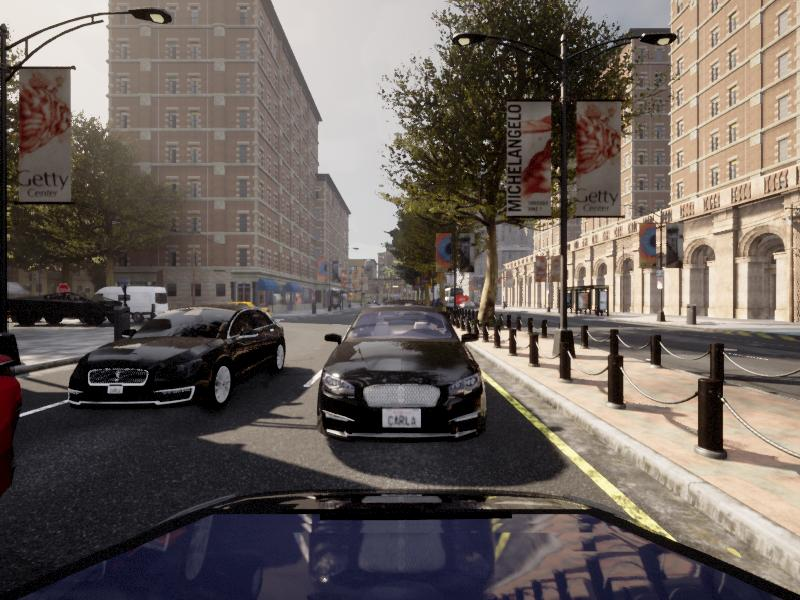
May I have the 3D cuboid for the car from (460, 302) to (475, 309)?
[{"bbox_3d":[11.736,0.942,70.013,1.895,1.301,4.718,0,0,0],"label":"car"}]

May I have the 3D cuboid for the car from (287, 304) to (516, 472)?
[{"bbox_3d":[0.023,0.836,6.166,2.128,1.511,4.902,0,0,0],"label":"car"}]

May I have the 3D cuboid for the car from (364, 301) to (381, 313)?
[{"bbox_3d":[-3.336,0.828,48.665,1.845,1.501,3.633,0,0,0],"label":"car"}]

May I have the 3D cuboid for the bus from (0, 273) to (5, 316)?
[{"bbox_3d":[-41.513,-0.532,34.887,3.944,4.253,10.273,0,0,0],"label":"bus"}]

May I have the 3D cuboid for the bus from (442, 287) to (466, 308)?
[{"bbox_3d":[11.676,-0.538,88.180,3.944,4.253,10.273,0,0,0],"label":"bus"}]

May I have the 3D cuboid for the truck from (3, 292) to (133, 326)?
[{"bbox_3d":[-20.892,0.542,25.433,6.274,2.098,2.390,0,0,-1],"label":"truck"}]

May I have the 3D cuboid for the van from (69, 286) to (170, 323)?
[{"bbox_3d":[-20.213,0.322,29.025,5.915,2.561,1.988,0,0,-2],"label":"van"}]

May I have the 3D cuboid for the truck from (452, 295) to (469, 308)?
[{"bbox_3d":[11.763,0.355,78.047,2.627,2.467,5.204,0,0,0],"label":"truck"}]

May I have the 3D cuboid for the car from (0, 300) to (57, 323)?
[{"bbox_3d":[-28.277,0.801,28.894,5.366,1.575,1.801,0,0,-1],"label":"car"}]

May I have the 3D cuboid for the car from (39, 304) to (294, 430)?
[{"bbox_3d":[-3.503,0.845,7.333,1.837,1.490,4.892,0,0,0],"label":"car"}]

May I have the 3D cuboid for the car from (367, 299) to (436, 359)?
[{"bbox_3d":[0.043,0.788,12.806,1.851,1.617,3.988,0,0,0],"label":"car"}]

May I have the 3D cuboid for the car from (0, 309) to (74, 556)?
[{"bbox_3d":[-3.495,0.828,0.791,2.007,1.525,4.514,0,0,0],"label":"car"}]

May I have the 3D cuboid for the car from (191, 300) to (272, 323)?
[{"bbox_3d":[-12.341,0.801,29.645,5.366,1.575,1.801,0,0,-19],"label":"car"}]
